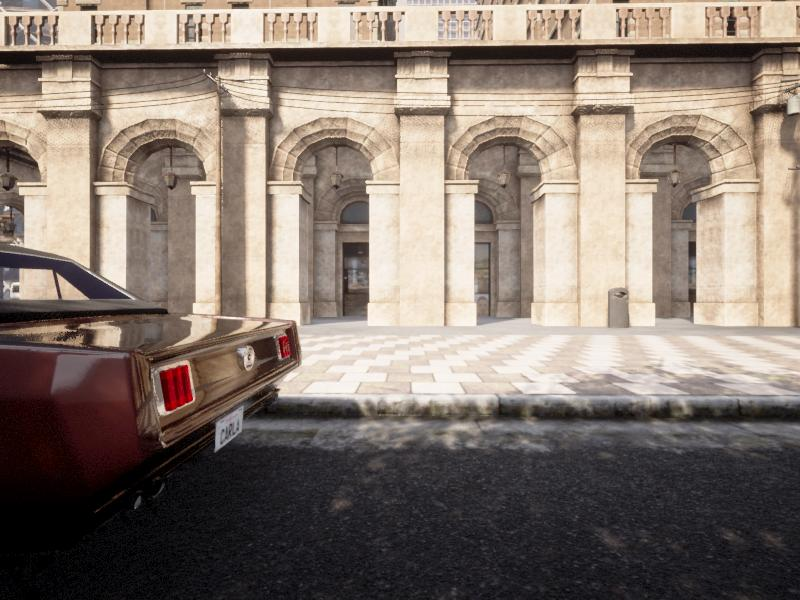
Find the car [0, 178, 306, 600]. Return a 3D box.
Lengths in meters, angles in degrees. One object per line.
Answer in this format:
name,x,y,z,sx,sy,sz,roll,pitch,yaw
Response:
car,-3.058,0.338,2.008,4.718,1.301,1.895,0,0,1

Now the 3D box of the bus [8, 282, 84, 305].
bus,-65.692,-1.139,74.471,10.273,4.253,3.944,0,0,-6
